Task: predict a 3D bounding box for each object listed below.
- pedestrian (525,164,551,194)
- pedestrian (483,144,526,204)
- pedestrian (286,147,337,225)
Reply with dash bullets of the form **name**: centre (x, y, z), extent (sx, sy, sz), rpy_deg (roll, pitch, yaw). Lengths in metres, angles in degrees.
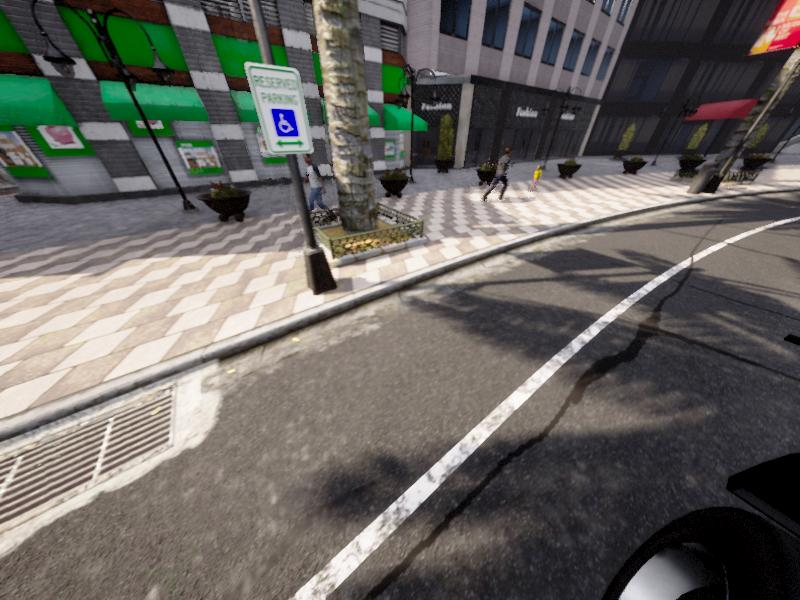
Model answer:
- **pedestrian**: centre (6.035, -5.319, 10.150), extent (0.500, 1.100, 0.500), rpy_deg (-16, 38, -21)
- **pedestrian**: centre (3.830, -4.678, 8.599), extent (0.751, 1.860, 0.751), rpy_deg (-13, 37, -18)
- **pedestrian**: centre (-2.467, -3.225, 6.585), extent (0.751, 1.860, 0.751), rpy_deg (-27, 43, -33)
